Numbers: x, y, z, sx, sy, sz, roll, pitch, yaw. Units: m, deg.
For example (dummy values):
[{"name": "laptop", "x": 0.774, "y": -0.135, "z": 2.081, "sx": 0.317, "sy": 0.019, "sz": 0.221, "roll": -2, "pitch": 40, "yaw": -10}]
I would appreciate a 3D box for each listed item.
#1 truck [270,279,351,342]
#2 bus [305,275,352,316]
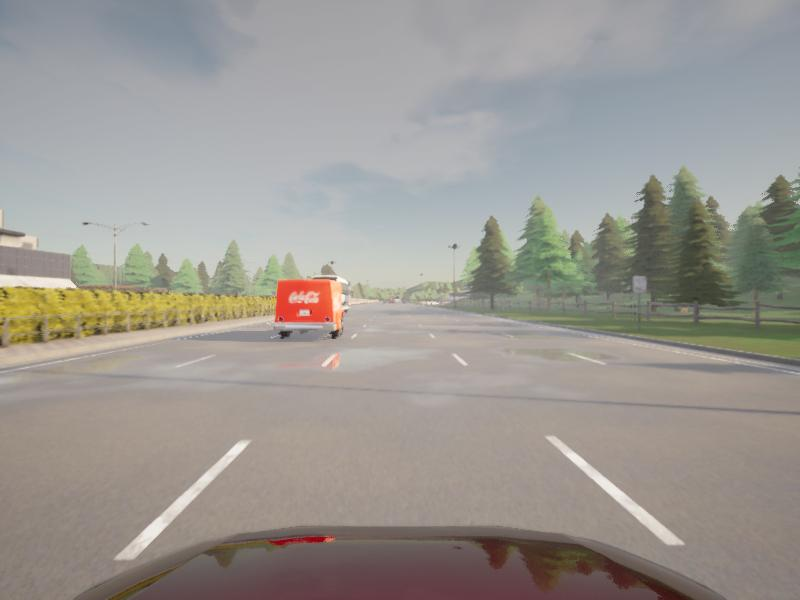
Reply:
[{"name": "truck", "x": -3.805, "y": 0.387, "z": 18.211, "sx": 2.627, "sy": 2.467, "sz": 5.204, "roll": 0, "pitch": 0, "yaw": -1}, {"name": "bus", "x": -8.076, "y": -0.468, "z": 46.829, "sx": 3.944, "sy": 4.253, "sz": 10.273, "roll": 0, "pitch": 0, "yaw": -1}]
